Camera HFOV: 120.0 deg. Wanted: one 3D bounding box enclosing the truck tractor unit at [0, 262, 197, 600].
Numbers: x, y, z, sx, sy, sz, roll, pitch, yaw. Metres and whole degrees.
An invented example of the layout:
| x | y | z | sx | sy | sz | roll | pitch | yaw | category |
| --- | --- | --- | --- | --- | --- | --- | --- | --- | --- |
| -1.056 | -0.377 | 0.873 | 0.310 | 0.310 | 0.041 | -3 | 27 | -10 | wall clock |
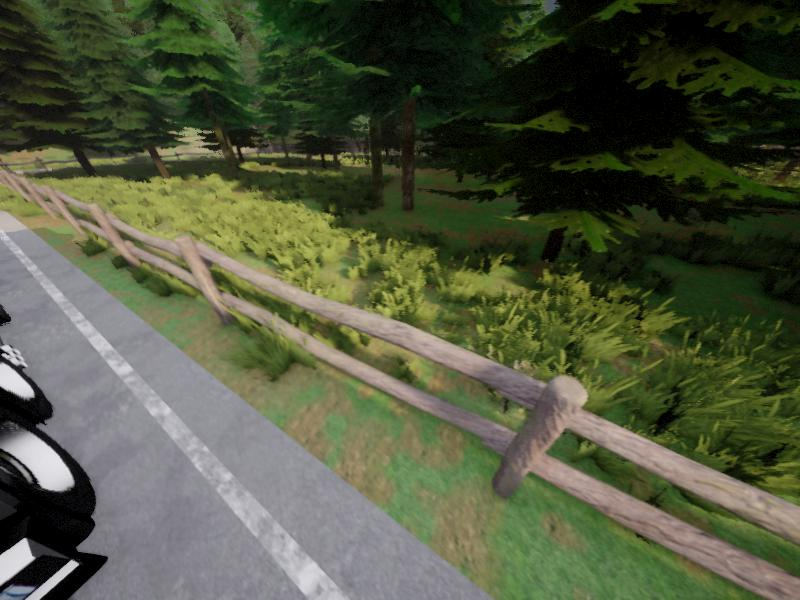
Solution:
| x | y | z | sx | sy | sz | roll | pitch | yaw | category |
| --- | --- | --- | --- | --- | --- | --- | --- | --- | --- |
| -5.110 | -0.302 | 0.781 | 6.516 | 4.208 | 3.053 | 18 | 39 | 24 | truck tractor unit |
